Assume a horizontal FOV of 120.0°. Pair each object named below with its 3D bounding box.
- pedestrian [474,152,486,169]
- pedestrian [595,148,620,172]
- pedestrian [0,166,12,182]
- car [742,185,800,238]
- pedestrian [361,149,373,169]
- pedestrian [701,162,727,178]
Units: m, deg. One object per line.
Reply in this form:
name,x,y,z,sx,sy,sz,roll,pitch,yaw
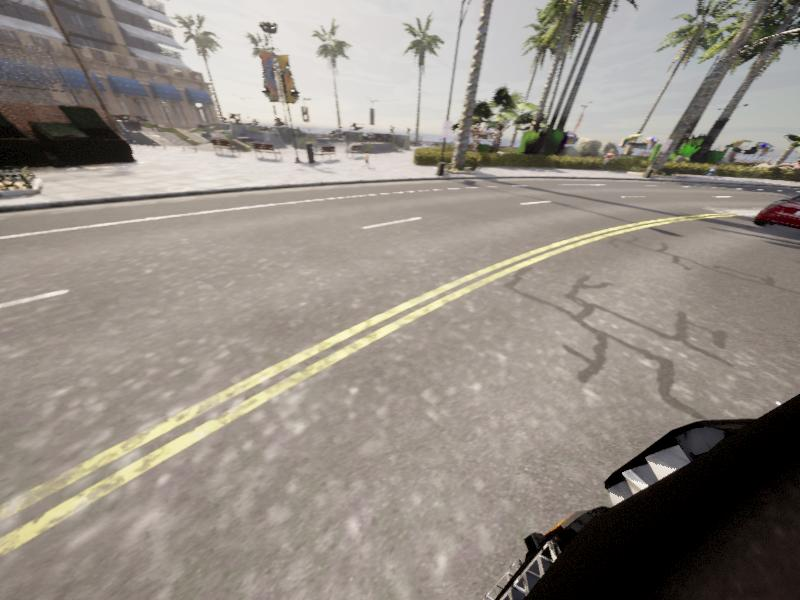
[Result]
pedestrian,6.485,-11.364,18.815,0.500,1.100,0.500,-7,37,-14
pedestrian,19.663,-13.259,21.944,0.751,1.860,0.751,-7,37,-14
pedestrian,-13.559,-4.712,7.153,0.751,1.860,0.751,24,41,26
car,15.323,-3.142,8.190,4.181,1.385,1.994,-8,37,-16
pedestrian,-2.125,-9.090,14.899,0.500,1.100,0.500,-19,41,-28
pedestrian,31.772,-13.223,23.423,0.751,1.300,0.751,3,36,-1
